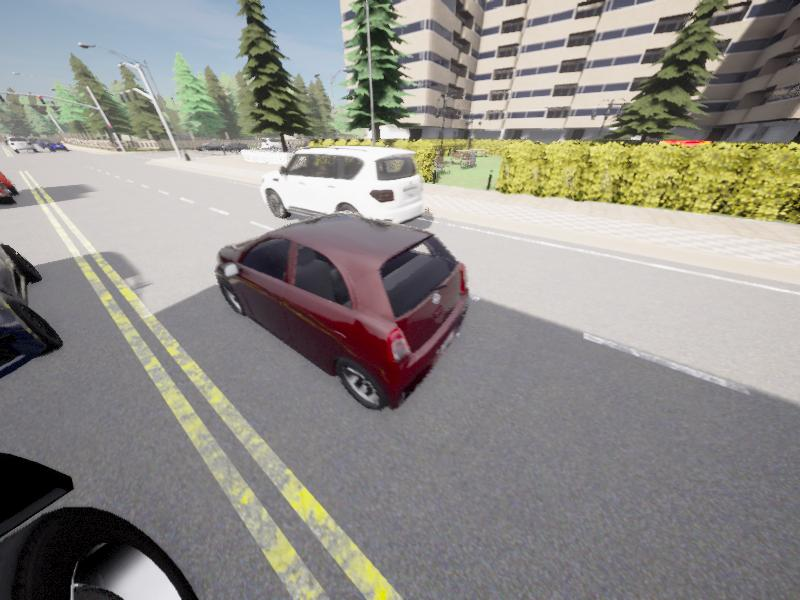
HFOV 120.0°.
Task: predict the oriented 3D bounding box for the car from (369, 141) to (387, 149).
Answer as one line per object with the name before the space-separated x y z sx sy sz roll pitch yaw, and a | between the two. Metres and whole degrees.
car | -5.342 -38.132 56.743 1.812 1.442 4.674 22 41 28

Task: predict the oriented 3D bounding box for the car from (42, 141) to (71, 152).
car | -59.096 -26.450 39.743 4.514 1.525 2.007 22 41 28

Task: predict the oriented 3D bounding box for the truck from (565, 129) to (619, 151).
truck | 43.131 -36.259 52.283 8.468 3.827 2.891 22 41 28

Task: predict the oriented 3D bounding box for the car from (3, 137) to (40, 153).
car | -60.300 -24.717 36.770 5.566 2.045 2.150 22 41 28

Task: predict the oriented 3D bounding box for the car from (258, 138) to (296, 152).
car | -22.168 -28.145 41.917 2.150 2.045 5.566 22 40 28

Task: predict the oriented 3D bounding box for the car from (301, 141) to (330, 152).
car | -16.086 -29.434 44.157 2.033 1.649 4.856 22 41 28

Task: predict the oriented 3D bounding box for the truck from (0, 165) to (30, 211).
truck | -17.015 -4.801 8.457 5.204 2.467 2.627 22 41 28

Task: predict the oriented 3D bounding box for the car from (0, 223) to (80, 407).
car | -6.269 -0.091 2.552 4.611 1.667 2.242 22 41 28

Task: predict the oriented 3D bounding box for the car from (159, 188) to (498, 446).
car | -0.997 -0.356 3.079 3.633 1.501 1.845 22 41 28

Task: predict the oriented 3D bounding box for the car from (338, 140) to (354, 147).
car | -14.270 -41.415 61.230 1.845 1.501 3.633 22 41 28

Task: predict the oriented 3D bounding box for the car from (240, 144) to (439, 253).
car | -1.924 -3.405 6.955 5.566 2.045 2.150 22 41 28

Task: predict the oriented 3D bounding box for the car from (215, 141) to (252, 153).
car | -28.537 -26.277 39.670 2.007 1.525 4.514 22 41 28

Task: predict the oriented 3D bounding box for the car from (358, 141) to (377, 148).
car | -8.199 -39.329 58.372 1.837 1.490 4.892 22 41 28

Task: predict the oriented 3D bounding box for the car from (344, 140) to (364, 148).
car | -11.712 -39.982 59.243 2.242 1.667 4.611 22 41 28

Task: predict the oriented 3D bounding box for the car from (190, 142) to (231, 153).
car | -32.573 -26.451 39.926 2.163 1.488 4.792 22 41 28
